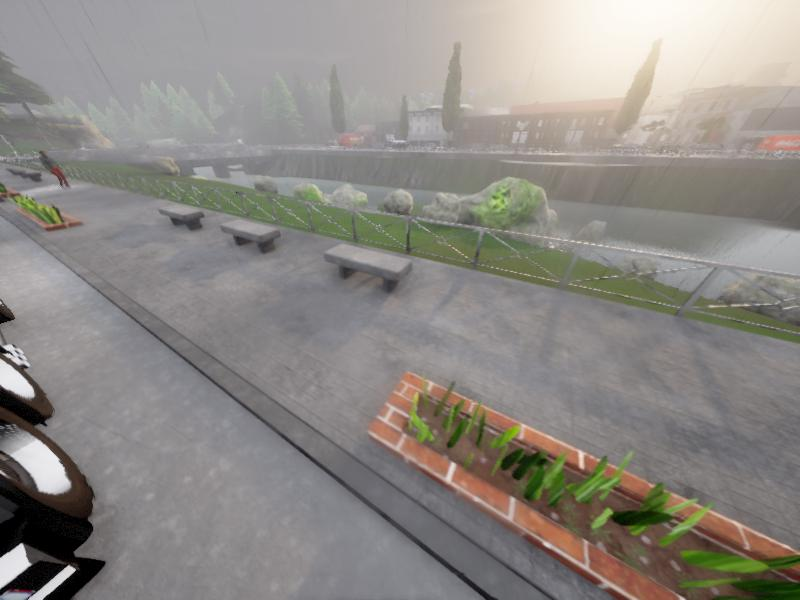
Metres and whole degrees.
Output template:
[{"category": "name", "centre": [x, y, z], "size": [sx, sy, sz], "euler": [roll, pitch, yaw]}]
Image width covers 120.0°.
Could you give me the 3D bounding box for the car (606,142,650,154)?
[{"category": "car", "centre": [41.155, -27.644, 41.916], "size": [5.238, 1.638, 1.930], "euler": [19, 39, 25]}]

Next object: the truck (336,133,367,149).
[{"category": "truck", "centre": [-14.221, -46.405, 67.390], "size": [8.468, 3.827, 2.891], "euler": [18, 39, 24]}]

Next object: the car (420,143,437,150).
[{"category": "car", "centre": [7.168, -38.545, 57.999], "size": [3.806, 1.475, 1.970], "euler": [18, 39, 24]}]

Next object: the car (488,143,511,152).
[{"category": "car", "centre": [20.635, -31.618, 47.938], "size": [3.806, 1.475, 1.970], "euler": [18, 39, 25]}]

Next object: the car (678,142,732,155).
[{"category": "car", "centre": [49.747, -24.876, 37.883], "size": [4.856, 1.649, 2.033], "euler": [18, 39, 24]}]

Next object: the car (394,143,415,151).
[{"category": "car", "centre": [1.107, -40.444, 60.897], "size": [5.027, 1.651, 2.152], "euler": [18, 39, 24]}]

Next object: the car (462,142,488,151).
[{"category": "car", "centre": [17.214, -35.379, 53.224], "size": [5.238, 1.638, 1.930], "euler": [18, 39, 24]}]

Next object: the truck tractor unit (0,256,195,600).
[{"category": "truck tractor unit", "centre": [-5.096, -0.316, 0.796], "size": [6.516, 4.208, 3.053], "euler": [19, 39, 25]}]

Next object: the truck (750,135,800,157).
[{"category": "truck", "centre": [54.062, -21.238, 31.879], "size": [5.204, 2.467, 2.627], "euler": [18, 39, 24]}]

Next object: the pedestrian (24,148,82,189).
[{"category": "pedestrian", "centre": [-18.766, -7.132, 12.545], "size": [0.751, 1.860, 0.751], "euler": [12, 37, 16]}]

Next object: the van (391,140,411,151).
[{"category": "van", "centre": [0.262, -38.375, 57.315], "size": [4.480, 2.038, 2.069], "euler": [18, 39, 24]}]

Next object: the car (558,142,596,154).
[{"category": "car", "centre": [32.315, -27.914, 42.378], "size": [5.238, 1.638, 1.930], "euler": [18, 39, 25]}]

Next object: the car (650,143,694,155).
[{"category": "car", "centre": [43.554, -24.280, 37.095], "size": [3.988, 1.617, 1.851], "euler": [18, 39, 24]}]
